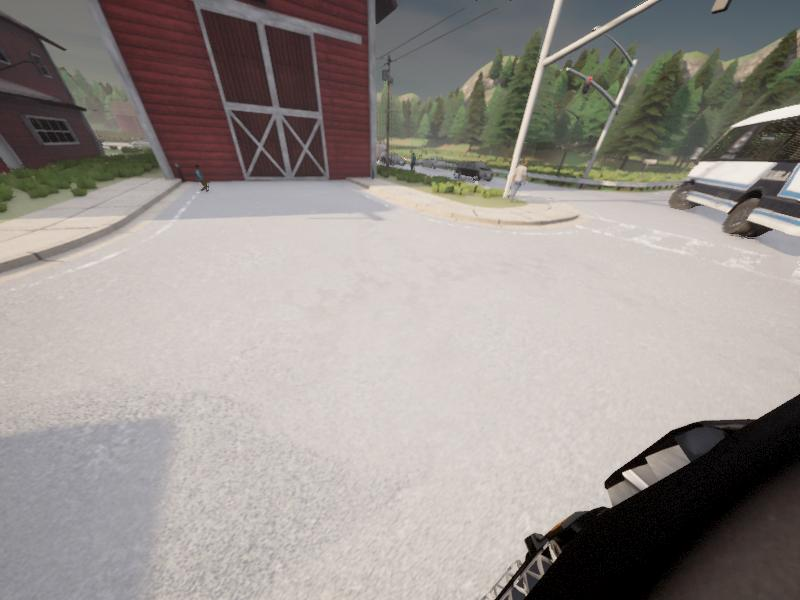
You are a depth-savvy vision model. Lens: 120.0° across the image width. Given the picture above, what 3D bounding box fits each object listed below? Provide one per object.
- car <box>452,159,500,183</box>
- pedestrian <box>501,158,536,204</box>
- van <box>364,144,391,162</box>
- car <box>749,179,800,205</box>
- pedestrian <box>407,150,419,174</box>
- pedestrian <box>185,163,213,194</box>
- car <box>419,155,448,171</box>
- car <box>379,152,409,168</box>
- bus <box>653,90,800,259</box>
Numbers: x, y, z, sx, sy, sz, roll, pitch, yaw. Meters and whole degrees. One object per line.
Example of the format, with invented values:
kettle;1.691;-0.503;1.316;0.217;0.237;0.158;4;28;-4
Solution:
car;6.728;-11.695;20.918;1.789;1.549;3.705;-15;37;-25
pedestrian;5.712;-5.777;11.221;0.751;1.860;0.751;-20;40;-30
van;-4.280;-27.443;43.062;2.351;2.431;6.366;-15;38;-25
car;30.937;-8.803;18.657;5.357;1.411;2.033;-16;38;-26
pedestrian;1.224;-13.043;21.900;0.751;1.860;0.751;-15;38;-26
pedestrian;-8.623;-5.232;9.947;0.500;1.100;0.500;-15;38;-26
car;4.324;-18.150;30.519;1.845;1.501;3.633;-15;37;-25
car;-0.926;-19.590;32.278;2.128;1.511;4.902;-15;37;-25
bus;15.013;-4.835;8.733;3.944;4.253;10.273;24;38;22
